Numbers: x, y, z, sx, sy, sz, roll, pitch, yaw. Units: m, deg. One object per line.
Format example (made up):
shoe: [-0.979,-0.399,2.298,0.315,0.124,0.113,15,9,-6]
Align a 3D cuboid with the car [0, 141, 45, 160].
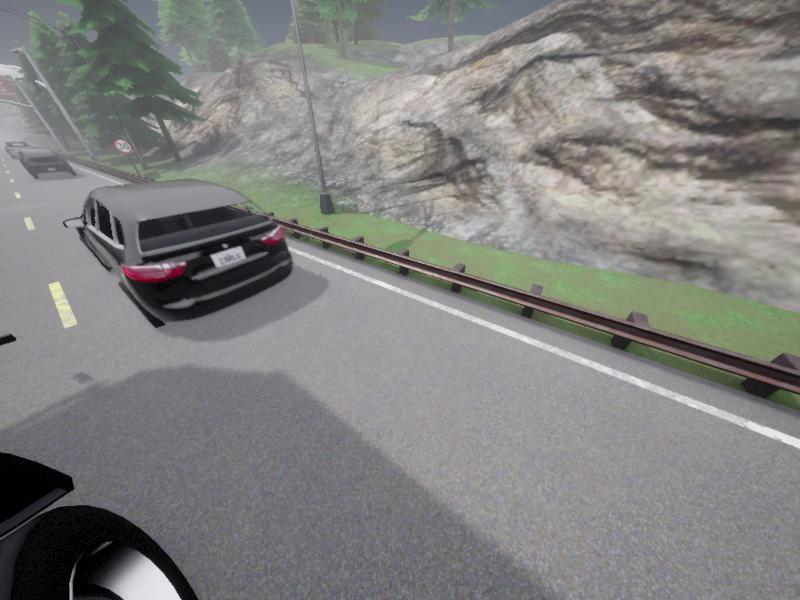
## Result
car: [-45.155,-17.906,27.544,4.611,1.667,2.242,22,41,28]

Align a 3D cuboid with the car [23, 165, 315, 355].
car: [-4.147,-1.289,4.255,4.611,1.667,2.242,22,41,28]

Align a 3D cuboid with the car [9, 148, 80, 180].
car: [-24.091,-9.300,15.633,4.892,1.490,1.837,22,41,28]
